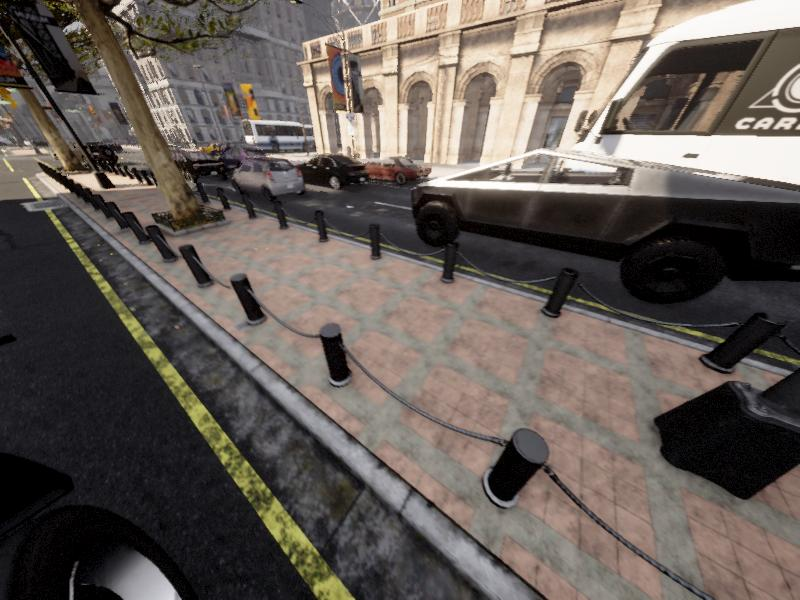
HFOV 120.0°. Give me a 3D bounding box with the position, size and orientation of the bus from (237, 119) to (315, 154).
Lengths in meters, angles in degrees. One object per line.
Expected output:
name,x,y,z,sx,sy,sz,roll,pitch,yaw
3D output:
bus,-19.976,-27.087,38.429,3.944,4.253,10.273,22,40,27

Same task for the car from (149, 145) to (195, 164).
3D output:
car,-23.359,-14.939,23.676,4.181,1.385,1.994,22,41,28

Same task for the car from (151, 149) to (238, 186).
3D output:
car,-12.431,-8.110,13.974,4.902,1.511,2.128,22,41,28

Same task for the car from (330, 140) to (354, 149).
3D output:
car,-13.048,-35.180,52.236,1.930,1.638,5.238,22,41,28

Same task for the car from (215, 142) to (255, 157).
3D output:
car,-22.266,-20.394,31.260,1.789,1.549,3.705,22,41,27

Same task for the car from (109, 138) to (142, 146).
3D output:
car,-71.585,-41.295,60.355,2.152,1.651,5.027,9,36,12

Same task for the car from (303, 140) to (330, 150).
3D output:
car,-17.117,-31.853,47.454,2.242,1.667,4.611,22,40,27

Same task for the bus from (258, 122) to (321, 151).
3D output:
bus,-21.565,-32.631,46.275,3.944,4.253,10.273,22,41,28

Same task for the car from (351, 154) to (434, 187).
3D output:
car,-0.547,-7.947,14.036,4.718,1.301,1.895,22,41,28

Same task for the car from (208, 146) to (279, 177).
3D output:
car,-11.386,-10.194,16.837,4.856,1.649,2.033,22,41,28

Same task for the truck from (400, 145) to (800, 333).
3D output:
truck,3.265,-1.989,4.935,6.274,2.098,2.390,22,40,28

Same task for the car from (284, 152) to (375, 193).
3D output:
car,-3.868,-7.090,12.626,4.892,1.490,1.837,22,41,28

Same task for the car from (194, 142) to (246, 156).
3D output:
car,-25.368,-21.505,32.780,1.801,1.575,5.366,24,42,30

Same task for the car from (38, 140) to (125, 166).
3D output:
car,-28.387,-13.199,20.718,4.605,1.855,1.932,5,35,6

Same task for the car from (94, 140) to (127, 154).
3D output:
car,-44.730,-23.716,35.674,5.238,1.638,1.930,22,41,27

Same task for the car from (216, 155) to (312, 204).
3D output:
car,-6.063,-5.538,10.371,3.633,1.501,1.845,22,40,28

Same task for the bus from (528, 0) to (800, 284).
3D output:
bus,9.057,-2.873,4.395,10.273,4.253,3.944,23,41,27

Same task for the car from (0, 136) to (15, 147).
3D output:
car,-89.461,-34.520,50.214,2.150,2.045,5.566,22,41,28

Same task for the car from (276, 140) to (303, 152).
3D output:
car,-20.665,-28.876,43.255,1.851,1.617,3.988,22,40,27

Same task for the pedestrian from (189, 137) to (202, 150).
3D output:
pedestrian,-35.538,-27.166,40.159,0.751,1.860,0.751,20,40,25
